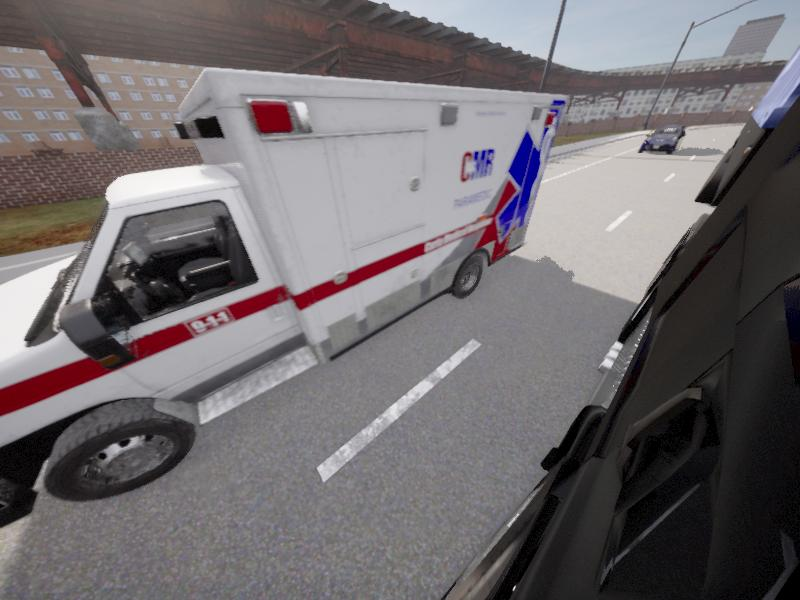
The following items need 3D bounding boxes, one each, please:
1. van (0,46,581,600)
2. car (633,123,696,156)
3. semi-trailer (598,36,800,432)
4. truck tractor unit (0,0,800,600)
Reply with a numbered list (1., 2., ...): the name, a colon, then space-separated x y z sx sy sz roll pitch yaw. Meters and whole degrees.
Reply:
1. van: -0.737 -0.931 2.916 6.366 2.431 2.351 -29 44 -30
2. car: 17.267 -10.507 15.094 3.633 1.501 1.845 -30 44 -31
3. semi-trailer: 8.656 -3.652 4.241 14.254 4.402 2.717 -29 44 -30
4. truck tractor unit: 2.645 -0.295 0.351 6.516 4.208 3.053 -28 44 -30
